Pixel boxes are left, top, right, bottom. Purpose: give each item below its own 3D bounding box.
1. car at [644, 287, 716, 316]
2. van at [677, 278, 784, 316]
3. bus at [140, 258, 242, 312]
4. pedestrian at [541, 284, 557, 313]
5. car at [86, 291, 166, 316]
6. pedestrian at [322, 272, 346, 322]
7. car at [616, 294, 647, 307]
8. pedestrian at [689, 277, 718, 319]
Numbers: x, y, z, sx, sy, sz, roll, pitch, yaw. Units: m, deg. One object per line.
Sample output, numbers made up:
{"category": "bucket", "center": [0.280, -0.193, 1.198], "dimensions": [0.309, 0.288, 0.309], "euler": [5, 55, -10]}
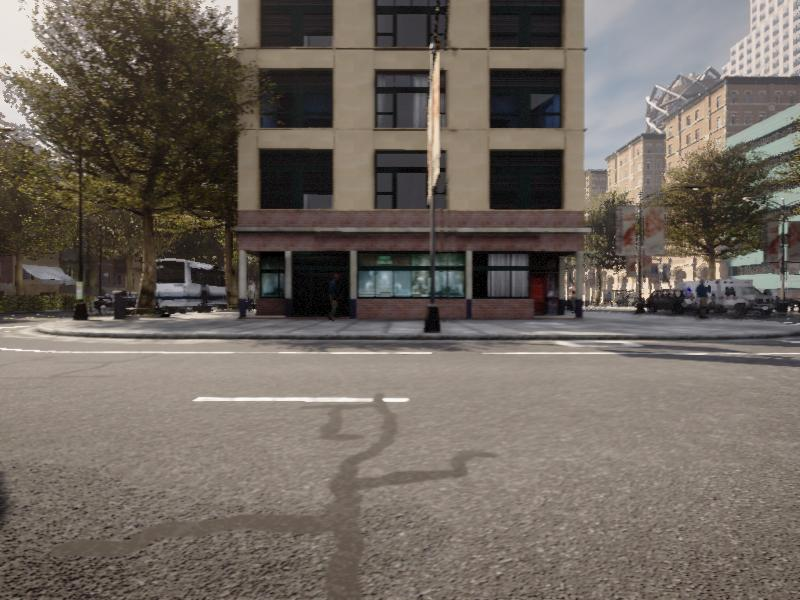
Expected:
{"category": "car", "center": [19.573, 0.079, 28.265], "dimensions": [1.932, 1.855, 4.605], "euler": [0, 0, 0]}
{"category": "van", "center": [23.065, -0.189, 28.426], "dimensions": [2.351, 2.431, 6.366], "euler": [0, 0, 0]}
{"category": "bus", "center": [-18.511, -1.165, 36.673], "dimensions": [3.944, 4.253, 10.273], "euler": [0, 0, 0]}
{"category": "pedestrian", "center": [9.470, -0.103, 25.433], "dimensions": [0.751, 1.860, 0.751], "euler": [0, 0, 0]}
{"category": "car", "center": [-18.360, 0.205, 27.187], "dimensions": [2.128, 1.511, 4.902], "euler": [0, 0, 0]}
{"category": "pedestrian", "center": [-2.513, -0.121, 15.319], "dimensions": [0.751, 1.860, 0.751], "euler": [0, 0, 2]}
{"category": "car", "center": [34.588, 0.101, 59.937], "dimensions": [1.932, 1.855, 4.605], "euler": [0, 0, 0]}
{"category": "pedestrian", "center": [13.952, -0.096, 18.398], "dimensions": [0.751, 1.860, 0.751], "euler": [0, 0, -20]}
